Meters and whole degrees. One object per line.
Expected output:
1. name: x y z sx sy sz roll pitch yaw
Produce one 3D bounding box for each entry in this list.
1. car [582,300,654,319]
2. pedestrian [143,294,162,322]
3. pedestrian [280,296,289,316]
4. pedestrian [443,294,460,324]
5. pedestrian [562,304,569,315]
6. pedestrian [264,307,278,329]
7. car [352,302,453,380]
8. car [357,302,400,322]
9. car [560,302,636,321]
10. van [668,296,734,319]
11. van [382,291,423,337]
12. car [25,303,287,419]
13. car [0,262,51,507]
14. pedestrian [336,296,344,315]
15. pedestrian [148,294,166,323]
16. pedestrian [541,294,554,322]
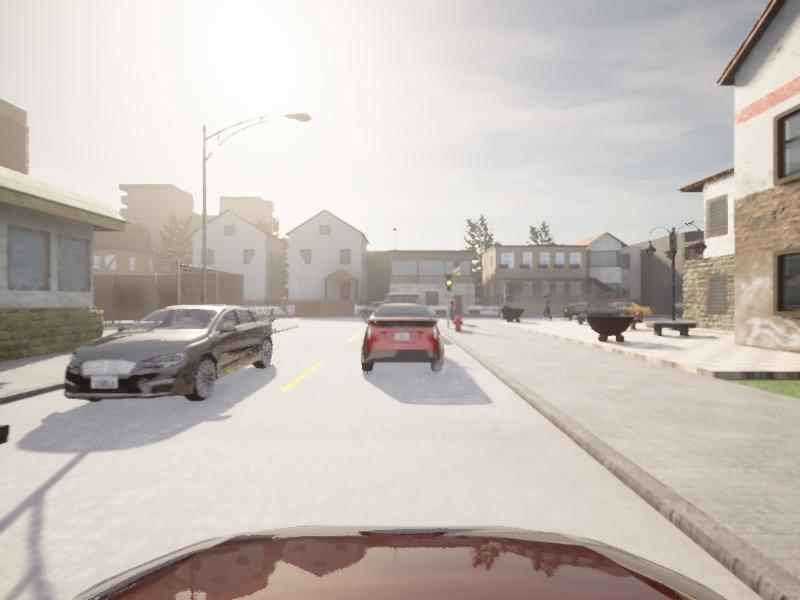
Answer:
1. car: 19.110 0.819 35.186 5.366 1.575 1.801 0 0 -1
2. pedestrian: -16.795 0.548 27.141 0.751 1.860 0.751 0 0 10
3. pedestrian: -10.822 0.552 37.462 0.751 1.860 0.751 0 0 -7
4. pedestrian: 3.264 0.532 25.225 0.751 1.860 0.751 0 0 -26
5. pedestrian: 16.900 0.934 40.824 0.500 1.100 0.500 0 0 -2
6. pedestrian: -6.694 0.925 20.755 0.500 1.100 0.500 0 0 28
7. car: 0.064 0.834 10.246 2.007 1.525 4.514 0 0 0
8. car: -1.789 0.871 31.949 1.816 1.474 4.193 0 0 -29
9. car: 15.295 0.867 31.132 4.792 1.488 2.163 0 0 1
10. van: 26.263 0.617 35.051 4.442 1.987 1.775 0 0 0
11. van: 0.135 0.610 19.660 1.775 1.987 4.442 0 0 0
12. car: -3.972 0.838 7.838 2.128 1.511 4.902 0 0 0
13. car: -4.023 0.647 1.580 1.905 1.878 3.866 0 0 0
14. pedestrian: -6.216 0.554 41.263 0.751 1.860 0.751 0 0 0
15. pedestrian: -16.080 0.547 26.480 0.751 1.860 0.751 0 0 2
16. pedestrian: 10.068 0.539 27.283 0.751 1.860 0.751 0 0 13
